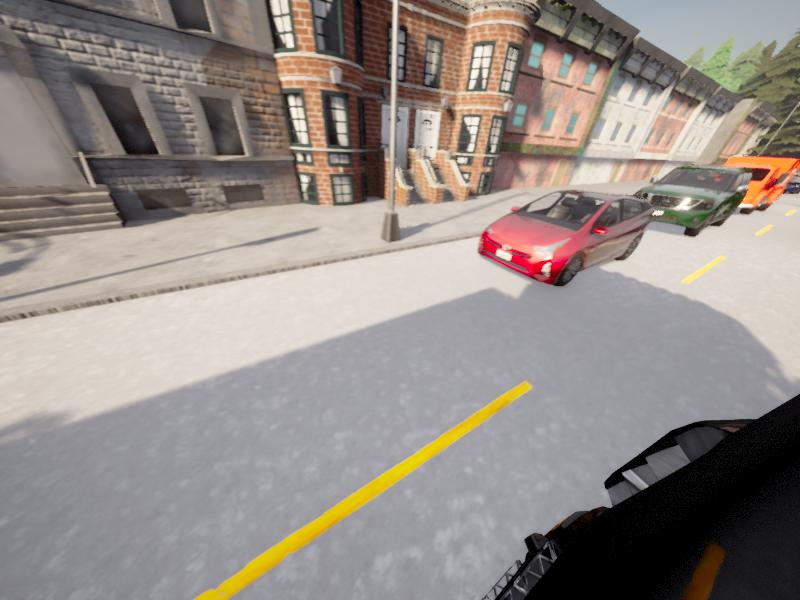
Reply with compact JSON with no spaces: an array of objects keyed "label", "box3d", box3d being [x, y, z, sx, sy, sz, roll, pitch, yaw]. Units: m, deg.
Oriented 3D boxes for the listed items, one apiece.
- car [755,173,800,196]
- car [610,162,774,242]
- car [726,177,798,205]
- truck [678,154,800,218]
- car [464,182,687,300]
[{"label":"car","box3d":[35.483,-10.664,21.217,4.792,1.488,2.163,-16,38,-26]},{"label":"car","box3d":[11.103,-3.947,8.816,5.566,2.045,2.150,-16,38,-26]},{"label":"car","box3d":[25.376,-7.699,16.186,4.718,1.301,1.895,-16,38,-26]},{"label":"truck","box3d":[18.491,-6.223,12.398,5.204,2.467,2.627,-16,38,-26]},{"label":"car","box3d":[4.005,-1.694,5.377,4.514,1.525,2.007,-16,38,-26]}]
